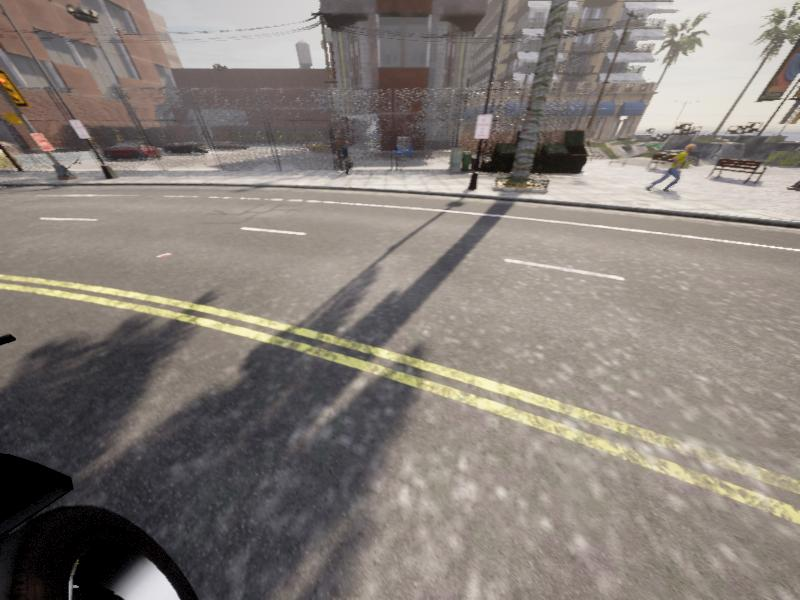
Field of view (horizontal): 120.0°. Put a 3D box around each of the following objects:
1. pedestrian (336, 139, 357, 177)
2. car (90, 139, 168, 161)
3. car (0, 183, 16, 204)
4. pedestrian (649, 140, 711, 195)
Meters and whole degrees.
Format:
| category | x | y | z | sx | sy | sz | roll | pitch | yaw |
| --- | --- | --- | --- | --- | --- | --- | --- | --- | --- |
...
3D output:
| category | x | y | z | sx | sy | sz | roll | pitch | yaw |
| --- | --- | --- | --- | --- | --- | --- | --- | --- | --- |
| pedestrian | -3.122 | -8.395 | 13.670 | 0.751 | 1.860 | 0.751 | 7 | 36 | 10 |
| car | -27.201 | -15.184 | 23.403 | 4.553 | 1.767 | 2.185 | -1 | 36 | -1 |
| car | -18.782 | -4.267 | 8.465 | 5.027 | 1.651 | 2.152 | 0 | 36 | 1 |
| pedestrian | 11.469 | -5.473 | 9.551 | 0.751 | 1.860 | 0.751 | 20 | 40 | 26 |
